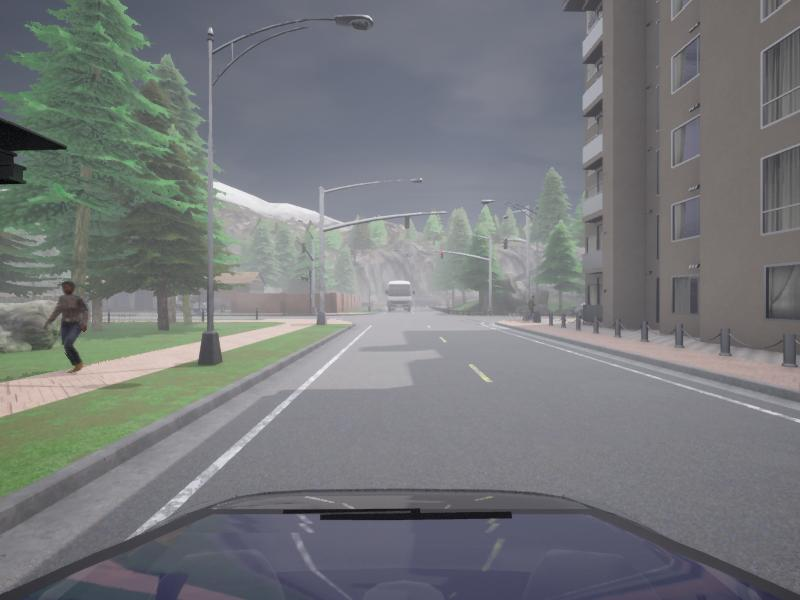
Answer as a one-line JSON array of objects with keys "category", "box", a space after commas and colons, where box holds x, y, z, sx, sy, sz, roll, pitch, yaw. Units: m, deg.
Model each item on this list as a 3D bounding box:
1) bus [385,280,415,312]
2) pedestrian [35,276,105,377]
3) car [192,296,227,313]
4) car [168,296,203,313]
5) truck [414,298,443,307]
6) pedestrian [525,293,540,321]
[{"category": "bus", "box": [0.035, -0.534, 57.845, 3.944, 4.253, 10.273, 0, 0, 0]}, {"category": "pedestrian", "box": [-6.332, 0.485, 7.720, 0.751, 1.860, 0.751, 0, 0, -3]}, {"category": "car", "box": [-21.587, 0.503, 45.523, 1.932, 1.855, 4.605, 0, 0, -1]}, {"category": "car", "box": [-24.091, 0.505, 45.073, 1.905, 1.878, 3.866, 0, 0, -1]}, {"category": "truck", "box": [6.520, 0.555, 90.014, 6.274, 2.098, 2.390, 0, 0, -30]}, {"category": "pedestrian", "box": [8.915, 0.485, 26.948, 0.751, 1.860, 0.751, 0, 0, -2]}]
